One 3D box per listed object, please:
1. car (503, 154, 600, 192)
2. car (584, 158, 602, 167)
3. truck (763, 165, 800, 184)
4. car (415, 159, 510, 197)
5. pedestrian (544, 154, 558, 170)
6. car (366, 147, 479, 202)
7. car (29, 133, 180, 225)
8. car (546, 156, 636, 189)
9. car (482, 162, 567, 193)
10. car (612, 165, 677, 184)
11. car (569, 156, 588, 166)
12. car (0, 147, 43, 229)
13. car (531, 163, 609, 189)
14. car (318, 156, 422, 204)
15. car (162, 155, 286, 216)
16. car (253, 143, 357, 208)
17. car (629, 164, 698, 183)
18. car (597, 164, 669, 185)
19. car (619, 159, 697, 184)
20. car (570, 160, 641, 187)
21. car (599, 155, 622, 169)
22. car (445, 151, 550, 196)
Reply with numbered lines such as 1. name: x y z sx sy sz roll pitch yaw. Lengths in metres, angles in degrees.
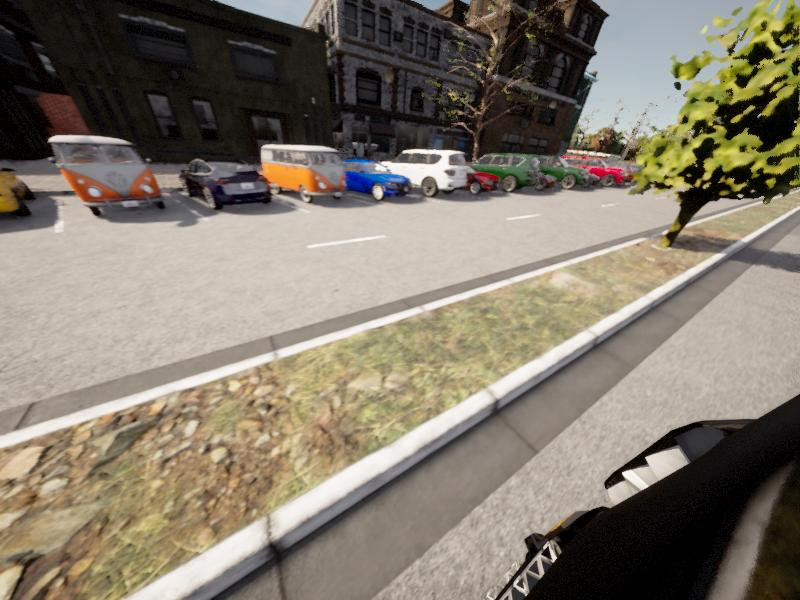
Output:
1. car: 11.464 -9.975 17.891 5.566 2.045 2.435 26 40 32
2. car: 39.046 -27.761 46.617 2.002 1.452 4.674 28 40 31
3. truck: 69.702 -22.058 40.653 2.627 2.467 5.204 -6 36 -16
4. car: 3.607 -7.579 14.130 5.008 1.535 2.097 26 40 32
5. pedestrian: 20.974 -19.183 32.071 0.751 1.860 0.751 -16 38 -29
6. car: 0.987 -7.064 12.698 5.566 2.045 2.435 26 40 32
7. car: -9.335 -4.054 7.410 4.442 1.987 1.878 26 40 31
8. car: 16.682 -11.437 20.498 5.566 2.045 2.435 26 40 32
9. car: 8.845 -9.006 16.737 4.792 1.488 2.163 26 40 32
10. car: 27.122 -14.121 25.869 4.674 1.452 2.002 26 40 32
11. car: 37.613 -29.284 48.709 2.231 1.521 4.892 28 40 32
12. car: -12.188 -3.237 6.366 5.366 1.575 1.946 26 40 31
13. car: 14.060 -10.470 19.346 4.792 1.488 2.163 26 40 32
14. car: -1.607 -6.115 11.522 5.008 1.535 2.097 26 40 32
15. car: -6.851 -4.630 8.935 4.792 1.488 2.163 26 40 32
16. car: -4.114 -5.527 10.033 4.442 1.987 1.878 26 40 32
17. car: 32.234 -15.705 28.533 5.366 1.575 1.946 26 40 32
18. car: 24.492 -13.423 24.547 5.008 1.535 2.097 26 40 32
19. car: 29.731 -15.108 27.015 5.566 2.045 2.435 26 40 32
20. car: 19.283 -12.055 21.857 4.553 1.767 2.185 26 40 32
21. car: 40.483 -26.498 44.318 2.435 2.045 5.566 28 40 31
22. car: 6.199 -8.527 15.304 5.566 2.045 2.435 26 40 32
